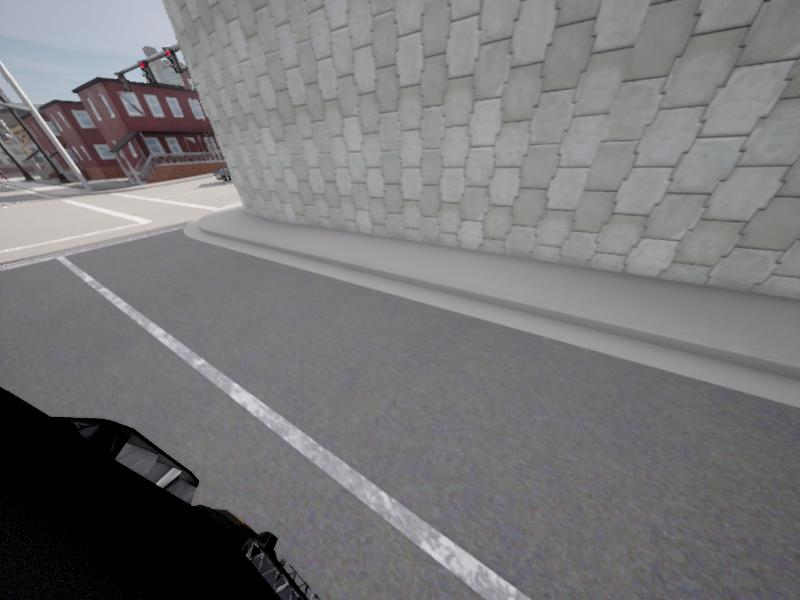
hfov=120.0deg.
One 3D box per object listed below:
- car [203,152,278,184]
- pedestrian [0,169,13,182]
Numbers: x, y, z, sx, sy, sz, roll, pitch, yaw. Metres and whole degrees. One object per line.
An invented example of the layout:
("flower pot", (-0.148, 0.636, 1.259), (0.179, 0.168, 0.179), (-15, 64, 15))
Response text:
("car", (-13.678, -11.616, 20.205), (2.033, 1.649, 4.856), (16, 43, 26))
("pedestrian", (-67.138, -21.188, 39.158), (0.751, 1.860, 0.751), (15, 38, 25))
